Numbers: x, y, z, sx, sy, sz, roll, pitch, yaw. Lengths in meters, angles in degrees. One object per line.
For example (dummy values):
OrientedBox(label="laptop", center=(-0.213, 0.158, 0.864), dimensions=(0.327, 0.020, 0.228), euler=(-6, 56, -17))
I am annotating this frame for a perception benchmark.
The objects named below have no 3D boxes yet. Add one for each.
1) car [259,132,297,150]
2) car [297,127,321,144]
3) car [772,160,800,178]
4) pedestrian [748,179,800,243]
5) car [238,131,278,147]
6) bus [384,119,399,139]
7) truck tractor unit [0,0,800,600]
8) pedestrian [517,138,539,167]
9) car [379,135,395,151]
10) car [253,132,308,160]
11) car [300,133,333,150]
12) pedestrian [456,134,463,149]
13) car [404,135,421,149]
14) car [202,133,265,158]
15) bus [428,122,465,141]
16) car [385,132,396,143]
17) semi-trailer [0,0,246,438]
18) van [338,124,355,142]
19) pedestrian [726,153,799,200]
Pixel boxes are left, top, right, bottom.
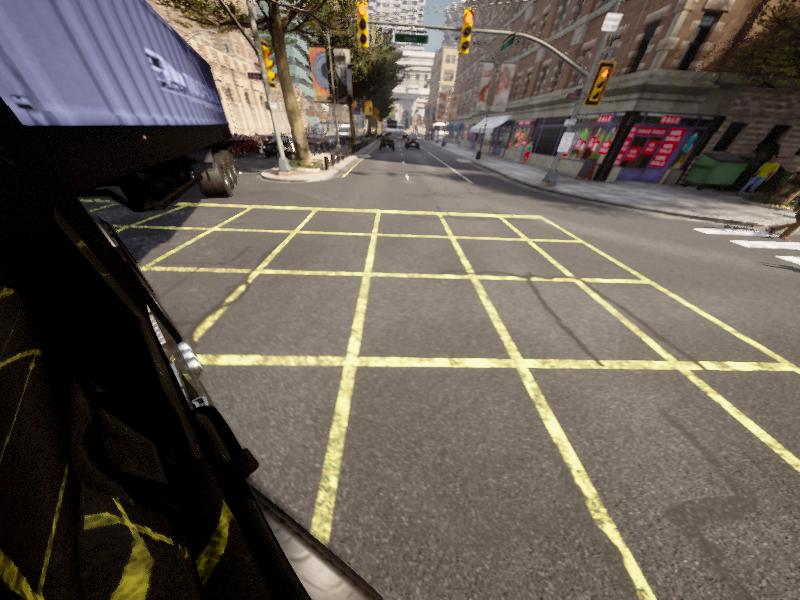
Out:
OrientedBox(label="car", center=(-12.993, -17.227, 24.936), dimensions=(1.994, 1.385, 4.181), euler=(2, 36, -2))
OrientedBox(label="car", center=(-13.160, -24.080, 33.759), dimensions=(1.905, 1.878, 3.866), euler=(1, 36, -2))
OrientedBox(label="car", center=(40.141, -12.287, 22.061), dimensions=(1.895, 1.301, 4.718), euler=(1, 36, -2))
OrientedBox(label="pedestrian", center=(11.495, -2.657, 6.496), dimensions=(0.751, 1.860, 0.751), euler=(4, 36, 1))
OrientedBox(label="car", center=(-16.279, -18.683, 26.728), dimensions=(1.895, 1.301, 4.718), euler=(1, 36, -2))
OrientedBox(label="bus", center=(-2.405, -50.037, 67.639), dimensions=(3.944, 4.253, 10.273), euler=(1, 36, -2))
OrientedBox(label="truck tractor unit", center=(-2.645, -0.295, 0.351), dimensions=(6.516, 4.208, 3.053), euler=(28, 44, 30))
OrientedBox(label="pedestrian", center=(10.354, -11.924, 18.697), dimensions=(0.751, 1.860, 0.751), euler=(2, 36, -1))
OrientedBox(label="car", center=(-1.587, -20.200, 29.656), dimensions=(1.837, 1.490, 4.892), euler=(1, 36, -2))
OrientedBox(label="car", center=(-9.383, -12.563, 18.745), dimensions=(2.038, 1.542, 4.974), euler=(1, 37, -2))
OrientedBox(label="car", center=(-9.533, -18.456, 26.822), dimensions=(2.033, 1.411, 5.357), euler=(1, 36, -2))
OrientedBox(label="pedestrian", center=(8.902, -23.747, 34.591), dimensions=(0.751, 1.860, 0.751), euler=(11, 37, 10))
OrientedBox(label="car", center=(1.813, -23.844, 34.800), dimensions=(2.038, 1.542, 4.974), euler=(1, 37, -2))
OrientedBox(label="car", center=(-12.864, -12.251, 18.214), dimensions=(1.994, 1.385, 4.181), euler=(1, 36, -2))
OrientedBox(label="bus", center=(14.155, -52.235, 71.781), dimensions=(10.273, 4.253, 3.944), euler=(1, 36, -3))
OrientedBox(label="car", center=(-1.903, -32.728, 46.472), dimensions=(2.033, 1.649, 4.856), euler=(1, 36, -2))
OrientedBox(label="semi-trailer", center=(-6.569, -4.492, 5.584), dimensions=(2.717, 4.402, 14.254), euler=(-14, 40, -20))
OrientedBox(label="van", center=(-9.836, -31.312, 43.230), dimensions=(1.988, 2.561, 5.915), euler=(1, 36, -2))
OrientedBox(label="pedestrian", center=(16.721, -5.712, 10.741), dimensions=(0.751, 1.860, 0.751), euler=(-4, 37, -10))
